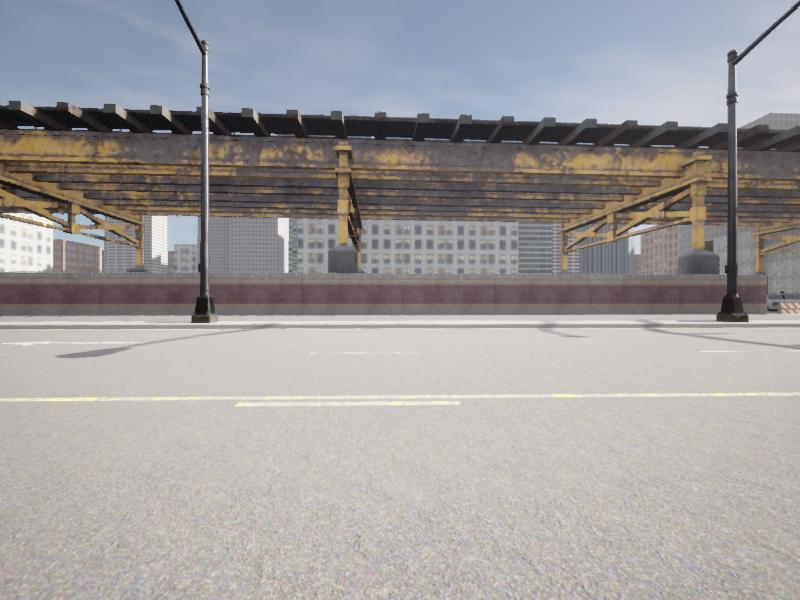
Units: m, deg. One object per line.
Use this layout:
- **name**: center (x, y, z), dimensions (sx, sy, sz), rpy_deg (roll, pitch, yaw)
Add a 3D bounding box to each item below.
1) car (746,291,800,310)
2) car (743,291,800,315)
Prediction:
- **car**: center (26.964, 0.038, 27.700), dimensions (4.536, 1.218, 1.853), rpy_deg (0, 0, 42)
- **car**: center (27.003, 0.196, 27.666), dimensions (4.974, 1.542, 2.038), rpy_deg (0, 0, 42)
